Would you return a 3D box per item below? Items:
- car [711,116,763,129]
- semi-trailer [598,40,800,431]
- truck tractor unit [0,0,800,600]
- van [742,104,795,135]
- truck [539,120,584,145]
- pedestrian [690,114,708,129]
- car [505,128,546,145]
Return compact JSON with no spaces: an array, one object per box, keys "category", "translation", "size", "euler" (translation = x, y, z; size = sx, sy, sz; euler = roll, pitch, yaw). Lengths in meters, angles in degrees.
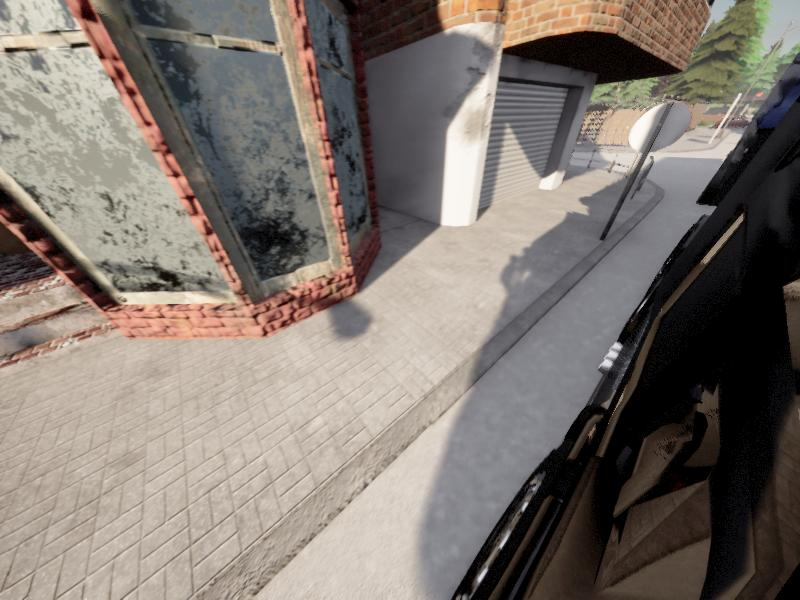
[{"category":"car","translation":[52.300,-27.635,36.006],"size":[4.193,1.474,1.816],"euler":[25,45,32]},{"category":"semi-trailer","translation":[8.689,-3.612,4.236],"size":[14.254,4.402,2.717],"euler":[-28,44,-30]},{"category":"truck tractor unit","translation":[2.645,-0.295,0.351],"size":[6.516,4.208,3.053],"euler":[-28,44,-30]},{"category":"van","translation":[41.661,-20.502,26.262],"size":[5.915,2.561,1.988],"euler":[-28,44,-30]},{"category":"truck","translation":[17.685,-18.384,25.304],"size":[4.478,2.038,2.069],"euler":[-28,44,-30]},{"category":"pedestrian","translation":[46.609,-27.795,36.041],"size":[0.751,1.860,0.751],"euler":[-14,38,-14]},{"category":"car","translation":[15.276,-19.936,28.060],"size":[5.357,1.415,2.033],"euler":[-28,44,-30]}]
